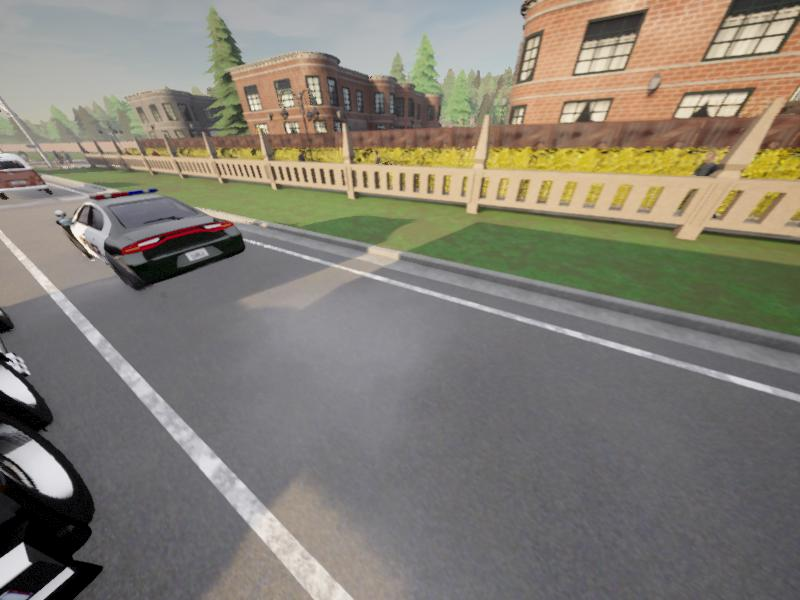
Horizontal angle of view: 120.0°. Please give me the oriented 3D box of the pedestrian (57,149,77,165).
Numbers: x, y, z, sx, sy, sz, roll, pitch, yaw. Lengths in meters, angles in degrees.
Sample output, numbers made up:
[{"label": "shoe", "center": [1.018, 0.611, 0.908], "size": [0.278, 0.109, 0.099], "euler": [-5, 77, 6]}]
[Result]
[{"label": "pedestrian", "center": [-48.924, -21.005, 33.955], "size": [0.751, 1.860, 0.751], "euler": [16, 38, 23]}]

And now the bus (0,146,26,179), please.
[{"label": "bus", "center": [-40.406, -13.762, 21.197], "size": [10.273, 4.253, 3.944], "euler": [19, 39, 25]}]

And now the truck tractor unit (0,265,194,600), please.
[{"label": "truck tractor unit", "center": [-5.119, -0.279, 0.846], "size": [6.516, 4.208, 3.053], "euler": [17, 37, 25]}]

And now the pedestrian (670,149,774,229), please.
[{"label": "pedestrian", "center": [8.729, -3.059, 6.410], "size": [0.751, 1.860, 0.751], "euler": [18, 39, 25]}]

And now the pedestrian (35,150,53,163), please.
[{"label": "pedestrian", "center": [-59.362, -23.973, 38.536], "size": [0.751, 1.860, 0.751], "euler": [20, 40, 28]}]

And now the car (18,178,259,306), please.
[{"label": "car", "center": [-6.012, -1.711, 5.367], "size": [4.974, 1.542, 2.038], "euler": [17, 39, 25]}]

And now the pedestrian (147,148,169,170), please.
[{"label": "pedestrian", "center": [-24.810, -14.486, 23.705], "size": [0.751, 1.860, 0.751], "euler": [19, 39, 27]}]

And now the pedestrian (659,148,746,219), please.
[{"label": "pedestrian", "center": [9.289, -3.638, 7.238], "size": [0.751, 1.860, 0.751], "euler": [18, 39, 25]}]

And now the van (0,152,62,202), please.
[{"label": "van", "center": [-22.007, -7.018, 12.962], "size": [4.480, 2.038, 2.069], "euler": [18, 39, 25]}]

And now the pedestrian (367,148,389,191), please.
[{"label": "pedestrian", "center": [-1.096, -6.725, 11.937], "size": [0.751, 1.860, 0.751], "euler": [15, 38, 21]}]

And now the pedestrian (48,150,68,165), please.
[{"label": "pedestrian", "center": [-49.550, -20.663, 33.462], "size": [0.751, 1.860, 0.751], "euler": [18, 39, 25]}]

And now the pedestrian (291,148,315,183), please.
[{"label": "pedestrian", "center": [-6.158, -8.579, 14.736], "size": [0.751, 1.860, 0.751], "euler": [17, 38, 24]}]
